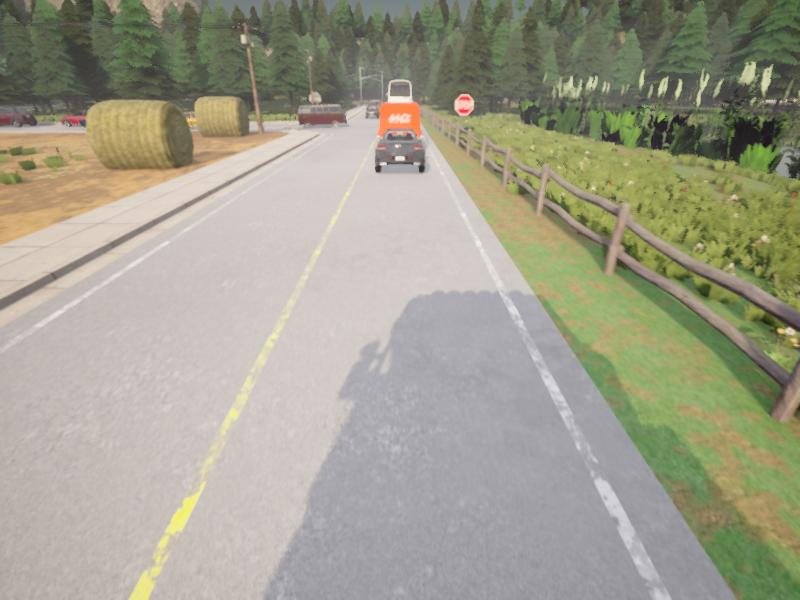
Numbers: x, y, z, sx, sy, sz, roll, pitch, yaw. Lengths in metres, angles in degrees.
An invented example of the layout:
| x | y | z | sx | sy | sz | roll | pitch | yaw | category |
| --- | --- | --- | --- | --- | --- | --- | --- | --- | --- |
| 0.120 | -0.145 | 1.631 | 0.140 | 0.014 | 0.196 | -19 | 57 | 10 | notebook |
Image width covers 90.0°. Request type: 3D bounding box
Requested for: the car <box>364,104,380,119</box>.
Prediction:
| x | y | z | sx | sy | sz | roll | pitch | yaw | category |
| --- | --- | --- | --- | --- | --- | --- | --- | --- | --- |
| -3.488 | -23.917 | 50.760 | 1.789 | 1.549 | 3.705 | 0 | 27 | 0 | car |

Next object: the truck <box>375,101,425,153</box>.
| x | y | z | sx | sy | sz | roll | pitch | yaw | category |
| --- | --- | --- | --- | --- | --- | --- | --- | --- | --- |
| 0.005 | -10.446 | 23.901 | 2.627 | 2.467 | 5.204 | 0 | 28 | 0 | truck |

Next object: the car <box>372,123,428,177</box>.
| x | y | z | sx | sy | sz | roll | pitch | yaw | category |
| --- | --- | --- | --- | --- | --- | --- | --- | --- | --- |
| 0.002 | -6.822 | 17.862 | 2.152 | 1.651 | 5.027 | 0 | 28 | 0 | car |

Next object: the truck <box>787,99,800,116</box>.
| x | y | z | sx | sy | sz | roll | pitch | yaw | category |
| --- | --- | --- | --- | --- | --- | --- | --- | --- | --- |
| 57.432 | -26.213 | 54.521 | 2.390 | 2.098 | 6.274 | -5 | 28 | -10 | truck |

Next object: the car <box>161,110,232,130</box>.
| x | y | z | sx | sy | sz | roll | pitch | yaw | category |
| --- | --- | --- | --- | --- | --- | --- | --- | --- | --- |
| -18.494 | -16.486 | 36.577 | 5.366 | 1.575 | 1.801 | -1 | 28 | -2 | car |

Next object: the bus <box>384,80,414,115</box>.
| x | y | z | sx | sy | sz | roll | pitch | yaw | category |
| --- | --- | --- | --- | --- | --- | --- | --- | --- | --- |
| -0.173 | -29.343 | 58.227 | 3.944 | 4.253 | 10.273 | 0 | 26 | -1 | bus |

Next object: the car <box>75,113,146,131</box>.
| x | y | z | sx | sy | sz | roll | pitch | yaw | category |
| --- | --- | --- | --- | --- | --- | --- | --- | --- | --- |
| -26.153 | -16.184 | 36.315 | 4.718 | 1.301 | 1.895 | -1 | 28 | -2 | car |

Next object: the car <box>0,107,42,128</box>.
| x | y | z | sx | sy | sz | roll | pitch | yaw | category |
| --- | --- | --- | --- | --- | --- | --- | --- | --- | --- |
| -38.231 | -17.743 | 38.795 | 4.553 | 1.767 | 2.097 | -1 | 28 | -2 | car |

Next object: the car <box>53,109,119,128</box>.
| x | y | z | sx | sy | sz | roll | pitch | yaw | category |
| --- | --- | --- | --- | --- | --- | --- | --- | --- | --- |
| -30.633 | -17.801 | 39.179 | 4.514 | 1.525 | 2.007 | -1 | 28 | -2 | car |

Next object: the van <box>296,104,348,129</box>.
| x | y | z | sx | sy | sz | roll | pitch | yaw | category |
| --- | --- | --- | --- | --- | --- | --- | --- | --- | --- |
| -7.187 | -17.078 | 37.234 | 4.442 | 1.987 | 1.775 | -5 | 28 | -8 | van |

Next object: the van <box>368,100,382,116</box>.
| x | y | z | sx | sy | sz | roll | pitch | yaw | category |
| --- | --- | --- | --- | --- | --- | --- | --- | --- | --- |
| -3.491 | -27.353 | 56.888 | 1.775 | 1.987 | 4.442 | 0 | 28 | 0 | van |

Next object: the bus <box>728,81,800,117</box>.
| x | y | z | sx | sy | sz | roll | pitch | yaw | category |
| --- | --- | --- | --- | --- | --- | --- | --- | --- | --- |
| 53.657 | -28.632 | 56.838 | 3.944 | 4.253 | 10.273 | -5 | 28 | -10 | bus |
